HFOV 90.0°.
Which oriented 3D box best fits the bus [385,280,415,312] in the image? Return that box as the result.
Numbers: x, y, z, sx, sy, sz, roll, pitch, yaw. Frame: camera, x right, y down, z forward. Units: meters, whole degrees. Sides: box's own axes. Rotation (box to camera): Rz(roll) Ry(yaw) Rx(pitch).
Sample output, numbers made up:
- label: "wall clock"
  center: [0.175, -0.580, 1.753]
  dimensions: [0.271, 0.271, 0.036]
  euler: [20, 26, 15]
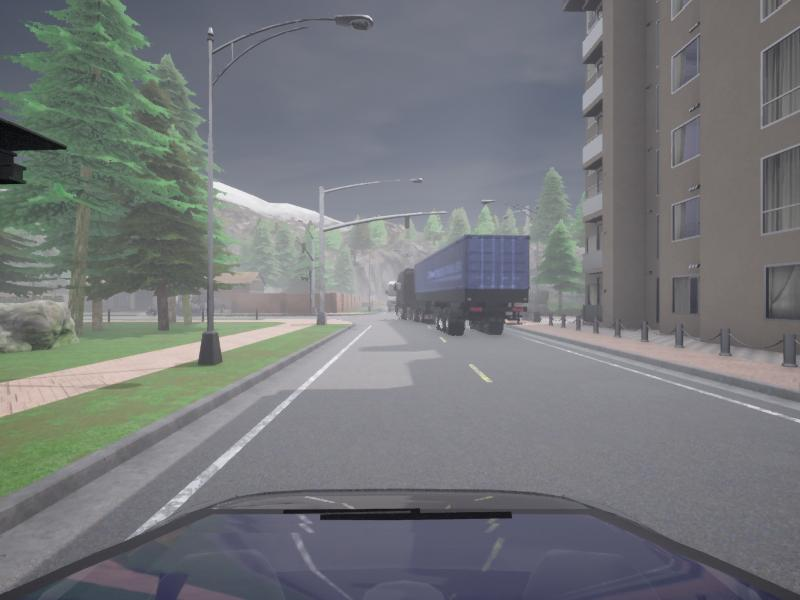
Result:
- label: "bus"
  center: [0.035, -0.534, 57.845]
  dimensions: [3.944, 4.253, 10.273]
  euler: [0, 0, 0]

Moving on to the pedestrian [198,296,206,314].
- label: "pedestrian"
  center: [-20.632, 0.476, 41.768]
  dimensions: [0.751, 1.860, 0.751]
  euler: [0, 0, -25]

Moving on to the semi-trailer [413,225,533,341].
- label: "semi-trailer"
  center: [3.022, -0.617, 22.402]
  dimensions: [2.717, 4.402, 14.254]
  euler: [0, 0, -6]

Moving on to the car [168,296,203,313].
- label: "car"
  center: [-24.091, 0.505, 45.073]
  dimensions: [1.905, 1.878, 3.866]
  euler: [0, 0, -1]

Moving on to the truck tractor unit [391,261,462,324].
- label: "truck tractor unit"
  center: [1.782, -0.524, 30.179]
  dimensions: [3.053, 4.208, 6.516]
  euler: [0, 0, -18]

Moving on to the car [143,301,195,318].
- label: "car"
  center: [-20.820, 0.811, 36.204]
  dimensions: [3.633, 1.501, 1.845]
  euler: [0, 0, -1]

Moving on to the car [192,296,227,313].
- label: "car"
  center: [-21.587, 0.503, 45.523]
  dimensions: [1.932, 1.855, 4.605]
  euler: [0, 0, -1]
